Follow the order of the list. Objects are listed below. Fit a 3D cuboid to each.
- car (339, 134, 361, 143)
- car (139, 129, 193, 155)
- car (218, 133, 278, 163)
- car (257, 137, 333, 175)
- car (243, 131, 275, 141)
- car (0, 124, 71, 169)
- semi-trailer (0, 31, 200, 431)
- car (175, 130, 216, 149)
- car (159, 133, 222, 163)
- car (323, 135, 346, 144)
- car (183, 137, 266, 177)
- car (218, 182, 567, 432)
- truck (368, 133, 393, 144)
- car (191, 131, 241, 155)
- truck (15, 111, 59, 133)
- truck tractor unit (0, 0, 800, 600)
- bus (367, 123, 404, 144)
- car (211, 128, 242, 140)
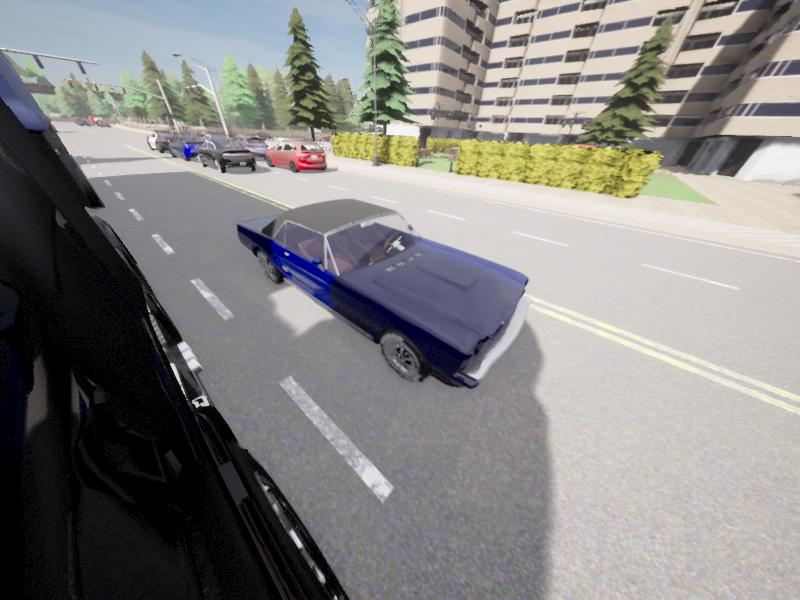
[{"bbox_3d":[-11.962,-38.761,55.559,2.152,1.651,5.027,28,42,30],"label":"car"},{"bbox_3d":[-20.573,-13.902,20.267,4.974,1.542,2.038,28,42,30],"label":"car"},{"bbox_3d":[-12.181,-12.196,18.463,4.856,1.649,2.033,28,42,30],"label":"car"},{"bbox_3d":[-6.786,-9.387,14.929,4.611,1.667,2.242,27,42,30],"label":"car"},{"bbox_3d":[-27.241,-31.786,44.776,1.812,1.442,4.674,28,42,30],"label":"car"},{"bbox_3d":[-20.235,-8.457,12.600,5.238,1.638,1.930,28,42,30],"label":"car"},{"bbox_3d":[-8.695,-3.569,4.285,14.254,4.402,2.717,28,42,30],"label":"semi-trailer"},{"bbox_3d":[-22.254,-17.486,25.141,4.514,1.525,2.007,29,43,31],"label":"car"},{"bbox_3d":[-15.221,-11.092,16.770,4.514,1.525,2.007,28,42,30],"label":"car"},{"bbox_3d":[-14.251,-35.118,50.508,4.181,1.385,1.994,-25,44,-34],"label":"car"},{"bbox_3d":[-10.337,-8.525,13.584,4.902,1.511,2.128,28,42,30],"label":"car"},{"bbox_3d":[-0.570,-0.654,3.552,4.718,1.301,1.895,28,42,30],"label":"car"},{"bbox_3d":[-4.878,-40.486,58.114,2.390,2.098,6.274,29,43,31],"label":"truck"},{"bbox_3d":[-17.514,-14.954,21.976,4.974,1.542,2.038,28,42,30],"label":"car"},{"bbox_3d":[-55.628,-27.372,35.498,5.204,2.467,2.627,28,42,30],"label":"truck"},{"bbox_3d":[-2.645,-0.295,0.351,6.516,4.208,3.053,28,44,30],"label":"truck tractor unit"},{"bbox_3d":[-3.854,-45.239,62.975,3.944,4.253,10.273,28,42,30],"label":"bus"},{"bbox_3d":[-32.740,-31.456,43.743,1.851,1.617,3.988,29,43,32],"label":"car"}]
